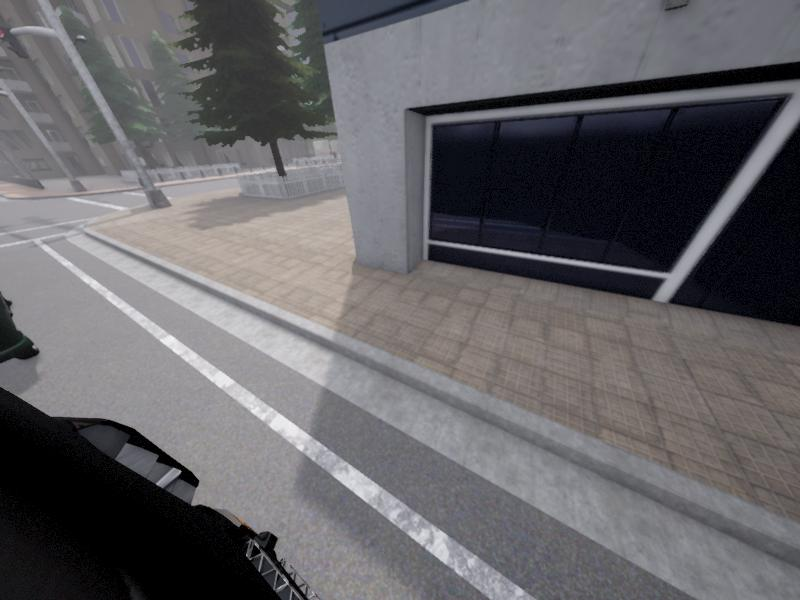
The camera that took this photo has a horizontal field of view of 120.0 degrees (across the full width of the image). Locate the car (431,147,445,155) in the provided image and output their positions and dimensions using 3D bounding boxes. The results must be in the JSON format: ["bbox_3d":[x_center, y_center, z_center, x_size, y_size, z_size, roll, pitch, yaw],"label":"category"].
[{"bbox_3d":[9.901,-38.472,59.445,2.007,1.525,4.514,15,38,24],"label":"car"}]

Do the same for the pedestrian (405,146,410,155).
[{"bbox_3d":[1.853,-35.634,55.054,0.751,1.860,0.751,28,44,37],"label":"pedestrian"}]

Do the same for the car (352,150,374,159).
[{"bbox_3d":[-8.401,-33.135,52.589,4.514,1.525,2.007,16,38,25],"label":"car"}]

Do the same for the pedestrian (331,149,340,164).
[{"bbox_3d":[-9.971,-22.066,35.555,0.751,1.860,0.751,9,36,17],"label":"pedestrian"}]

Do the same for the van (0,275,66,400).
[{"bbox_3d":[-6.549,-0.082,2.641,4.442,1.987,1.775,16,38,26],"label":"van"}]

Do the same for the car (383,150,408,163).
[{"bbox_3d":[-0.642,-23.106,37.139,1.837,1.490,4.892,15,38,24],"label":"car"}]
